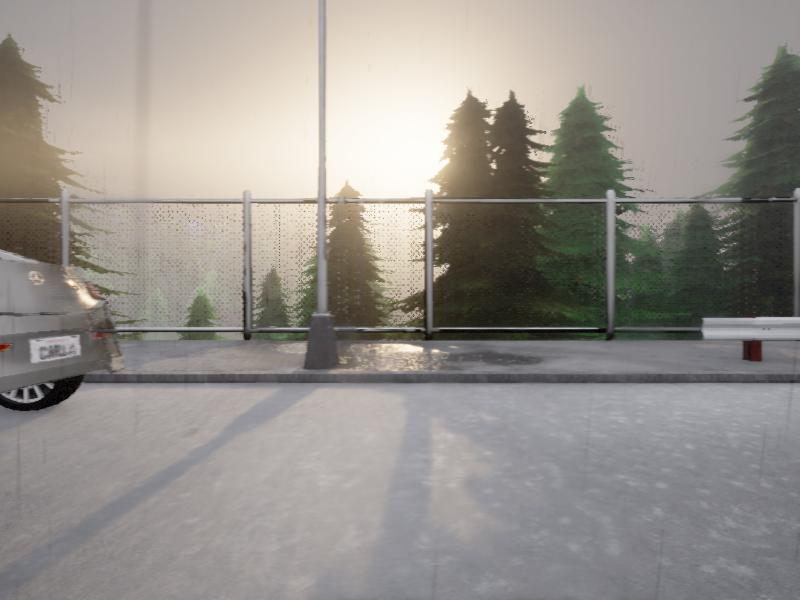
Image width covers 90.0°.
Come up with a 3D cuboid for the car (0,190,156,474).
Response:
[{"bbox_3d":[-4.836,0.180,2.725,5.027,1.651,2.152,0,0,0],"label":"car"}]
